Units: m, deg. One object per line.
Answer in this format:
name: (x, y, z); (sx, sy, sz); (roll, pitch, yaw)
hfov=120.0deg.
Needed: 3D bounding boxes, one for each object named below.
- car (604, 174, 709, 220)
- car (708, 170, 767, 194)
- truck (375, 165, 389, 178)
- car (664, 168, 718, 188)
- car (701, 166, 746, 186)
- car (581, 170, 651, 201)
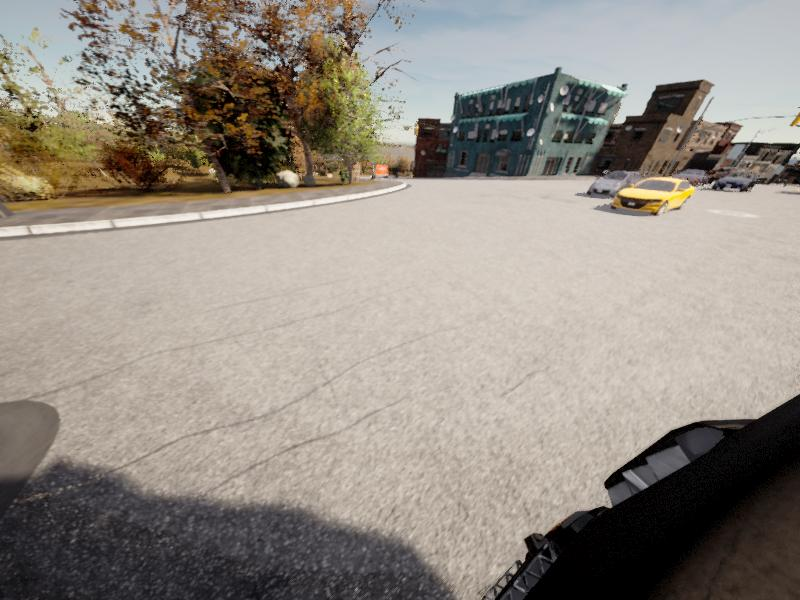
car: (13.070, -5.407, 11.792); (5.008, 1.535, 1.882); (-17, 38, -25)
car: (28.130, -9.872, 19.264); (4.193, 1.474, 1.816); (-15, 37, -27)
truck: (-4.024, -27.897, 50.248); (2.627, 2.467, 5.204); (-4, 28, -8)
car: (27.589, -11.572, 21.919); (4.181, 1.385, 1.994); (-15, 37, -26)
car: (38.222, -14.623, 27.309); (3.866, 1.878, 1.905); (-15, 37, -26)
car: (14.280, -7.679, 15.292); (3.633, 1.501, 1.845); (-17, 37, -26)
